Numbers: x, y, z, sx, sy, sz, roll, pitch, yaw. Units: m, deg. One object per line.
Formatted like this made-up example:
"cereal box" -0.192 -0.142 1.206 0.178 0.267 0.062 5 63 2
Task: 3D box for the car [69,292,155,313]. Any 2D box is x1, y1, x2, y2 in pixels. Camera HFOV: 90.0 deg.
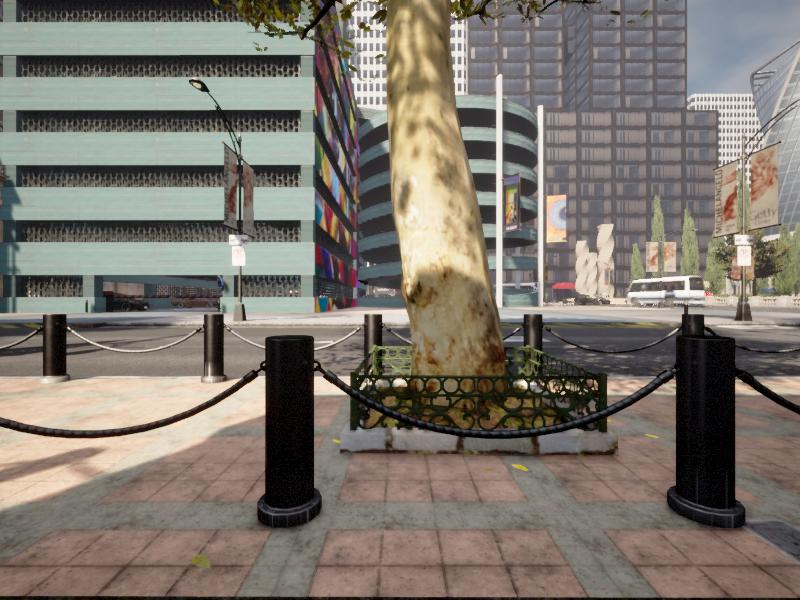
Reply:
"car" -21.193 0.157 29.591 4.786 1.482 2.161 0 0 0

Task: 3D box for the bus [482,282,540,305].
"bus" 21.792 -1.139 78.719 10.273 4.253 3.944 0 0 36

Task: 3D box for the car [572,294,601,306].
"car" 29.641 0.057 63.611 1.905 1.878 3.866 0 0 -25

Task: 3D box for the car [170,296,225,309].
"car" -20.752 0.207 41.191 4.718 1.301 1.895 0 0 0

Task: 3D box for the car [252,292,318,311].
"car" -9.593 0.117 33.684 4.902 1.511 2.128 0 0 0

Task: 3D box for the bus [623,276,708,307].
"bus" 38.711 -1.138 59.064 3.944 4.253 10.273 0 0 -17
